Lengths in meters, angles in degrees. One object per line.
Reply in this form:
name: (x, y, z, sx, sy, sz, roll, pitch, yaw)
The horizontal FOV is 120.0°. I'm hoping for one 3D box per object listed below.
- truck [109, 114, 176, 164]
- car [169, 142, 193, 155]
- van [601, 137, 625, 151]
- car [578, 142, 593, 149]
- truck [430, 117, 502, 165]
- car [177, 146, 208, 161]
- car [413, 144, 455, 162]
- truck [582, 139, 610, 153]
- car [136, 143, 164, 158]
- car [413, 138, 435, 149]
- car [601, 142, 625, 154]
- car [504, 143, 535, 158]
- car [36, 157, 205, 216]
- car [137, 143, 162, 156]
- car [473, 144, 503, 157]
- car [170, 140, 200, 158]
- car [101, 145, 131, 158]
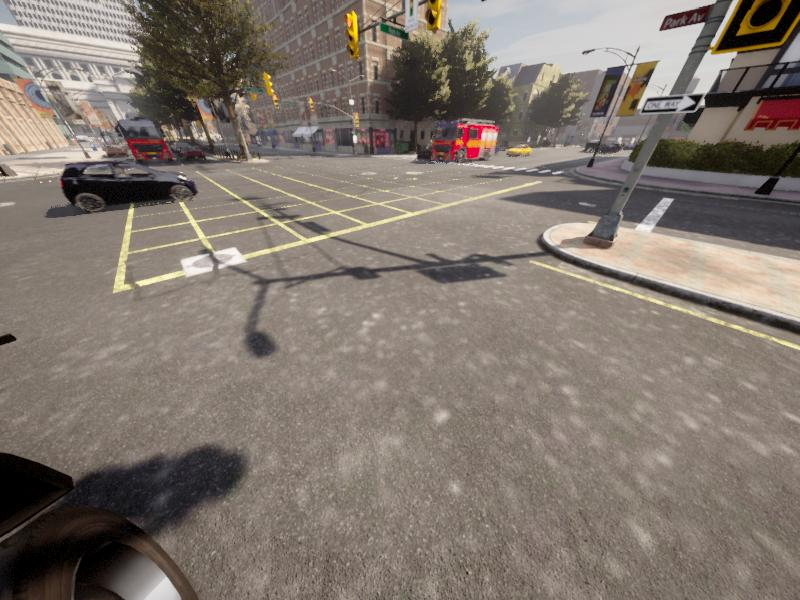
truck: (-27.249, -17.094, 24.680, 2.891, 3.827, 8.468, -28, 44, -34)
car: (-32.921, -22.725, 34.676, 1.970, 1.475, 3.806, -27, 44, -33)
van: (50.359, -36.913, 54.593, 6.366, 2.431, 2.351, -28, 44, -34)
car: (50.590, -42.116, 62.844, 4.674, 1.442, 1.812, -28, 44, -34)
truck: (7.375, -17.546, 25.571, 8.468, 3.827, 2.891, -28, 44, -34)
car: (-24.264, -17.157, 26.986, 1.895, 1.301, 4.718, -28, 44, -34)
car: (4.145, -17.686, 27.643, 5.238, 1.638, 1.930, -28, 44, -34)
truck: (39.323, -30.955, 46.343, 6.274, 2.098, 2.390, -28, 44, -34)
car: (-32.422, -19.416, 29.980, 1.970, 1.475, 3.806, -28, 44, -34)
car: (6.073, -40.572, 59.810, 2.150, 2.045, 5.566, -28, 44, -34)
car: (39.168, -27.939, 42.469, 4.856, 1.649, 2.033, -28, 44, -34)
car: (17.576, -22.011, 33.932, 5.366, 1.575, 1.801, -28, 44, -34)
car: (-10.288, -4.545, 8.968, 3.633, 1.501, 1.845, -28, 44, -34)
car: (-36.885, -22.195, 33.989, 1.994, 1.385, 4.181, -28, 44, -34)
car: (13.210, -22.391, 34.562, 4.674, 1.442, 1.812, -28, 44, -34)
car: (-28.926, -20.319, 31.012, 2.097, 1.767, 4.553, -28, 44, -34)
car: (-36.836, -19.373, 30.035, 1.895, 1.301, 4.718, -28, 44, -34)
